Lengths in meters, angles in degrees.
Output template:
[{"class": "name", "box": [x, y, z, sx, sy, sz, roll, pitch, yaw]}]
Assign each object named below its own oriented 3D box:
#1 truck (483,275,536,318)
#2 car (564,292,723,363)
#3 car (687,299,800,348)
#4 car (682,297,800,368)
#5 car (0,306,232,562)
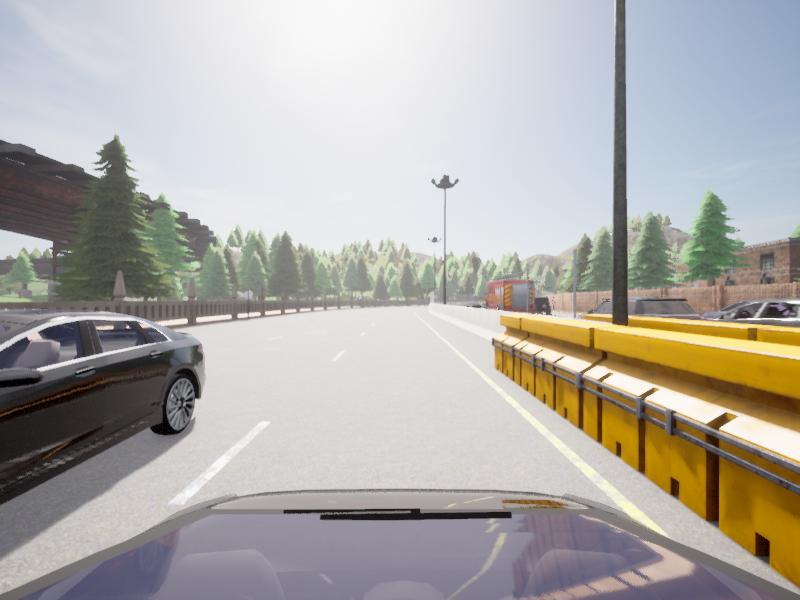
[{"class": "truck", "box": [10.510, -0.313, 39.395, 2.891, 3.827, 8.468, 0, 0, 0]}, {"class": "car", "box": [7.001, 0.696, 12.234, 2.097, 1.767, 4.553, 0, 0, 0]}, {"class": "car", "box": [14.001, 0.781, 15.683, 2.033, 1.649, 4.856, 0, 0, 0]}, {"class": "car", "box": [10.499, 0.758, 11.009, 2.242, 1.667, 4.611, 0, 0, 0]}, {"class": "car", "box": [-3.500, 0.837, 3.363, 2.128, 1.511, 4.902, 0, 0, 0]}]
